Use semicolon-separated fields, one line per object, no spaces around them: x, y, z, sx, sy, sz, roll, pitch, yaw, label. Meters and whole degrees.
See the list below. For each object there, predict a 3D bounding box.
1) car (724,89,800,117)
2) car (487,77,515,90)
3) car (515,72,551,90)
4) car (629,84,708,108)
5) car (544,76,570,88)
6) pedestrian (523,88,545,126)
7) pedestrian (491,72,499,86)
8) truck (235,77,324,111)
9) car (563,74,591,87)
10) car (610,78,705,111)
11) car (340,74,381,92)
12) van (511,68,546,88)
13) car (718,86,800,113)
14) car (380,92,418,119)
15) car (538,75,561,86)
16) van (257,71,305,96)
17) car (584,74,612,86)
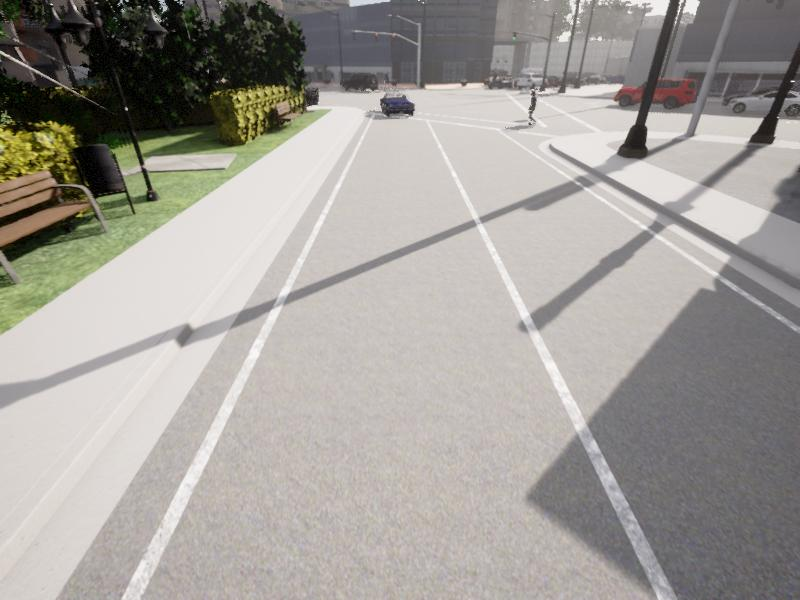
25.173;-13.369;27.048;1.812;1.442;4.674;-27;39;-38;car
14.368;-30.824;56.897;4.193;1.474;1.816;-26;39;-37;car
18.723;-30.772;56.244;5.566;2.045;2.150;-26;39;-37;car
22.479;-17.248;33.655;5.008;1.535;1.882;27;39;38;car
23.845;-33.072;60.718;4.193;1.474;1.816;-26;39;-37;car
7.457;-10.711;22.219;0.751;1.860;0.751;14;33;23;pedestrian
14.715;-34.161;61.847;0.751;1.860;0.751;27;40;37;pedestrian
-9.545;-16.699;32.268;6.274;2.098;2.390;-27;40;-37;truck
28.674;-35.521;64.718;5.238;1.638;1.930;-26;39;-37;car
20.012;-16.207;31.376;2.150;2.045;5.566;-27;39;-37;car
-5.312;-29.016;53.440;5.566;2.045;2.150;25;39;37;car
19.703;-33.941;61.146;5.915;2.561;1.988;-26;39;-37;van
27.058;-14.935;29.687;1.837;1.490;4.892;-27;39;-38;car
-0.162;-13.489;27.592;1.895;1.301;4.718;-4;31;-7;car
24.425;-35.912;65.493;1.845;1.501;3.633;27;40;37;car
-14.424;-26.190;48.291;2.351;2.431;6.366;-27;39;-37;van
33.988;-37.851;68.680;5.238;1.638;1.930;-22;37;-33;car
